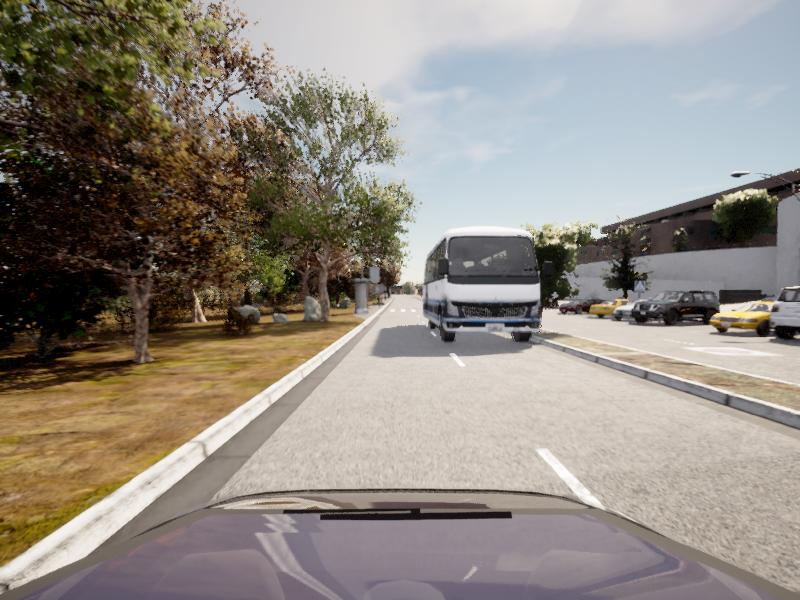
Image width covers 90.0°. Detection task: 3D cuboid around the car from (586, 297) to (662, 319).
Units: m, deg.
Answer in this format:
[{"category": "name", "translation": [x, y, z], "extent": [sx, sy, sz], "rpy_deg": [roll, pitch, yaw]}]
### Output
[{"category": "car", "translation": [17.010, 0.605, 30.393], "extent": [5.366, 1.575, 1.946], "rpy_deg": [0, 1, -20]}]

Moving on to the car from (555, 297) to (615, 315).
[{"category": "car", "translation": [16.816, 0.540, 36.316], "extent": [4.792, 1.488, 2.163], "rpy_deg": [0, 1, -20]}]

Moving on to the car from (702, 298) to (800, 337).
[{"category": "car", "translation": [16.659, 0.750, 18.247], "extent": [5.366, 1.575, 1.946], "rpy_deg": [1, 1, -20]}]

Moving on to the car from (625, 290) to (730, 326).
[{"category": "car", "translation": [16.812, 0.441, 24.297], "extent": [5.566, 2.045, 2.435], "rpy_deg": [1, 1, -20]}]

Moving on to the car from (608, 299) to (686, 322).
[{"category": "car", "translation": [16.841, 0.690, 27.320], "extent": [4.674, 1.452, 2.002], "rpy_deg": [1, 1, -20]}]

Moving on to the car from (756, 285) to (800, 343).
[{"category": "car", "translation": [16.858, 0.529, 15.317], "extent": [5.566, 2.045, 2.435], "rpy_deg": [1, 0, -20]}]

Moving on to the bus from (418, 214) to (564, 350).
[{"category": "bus", "translation": [3.107, -0.612, 17.751], "extent": [3.944, 4.253, 10.273], "rpy_deg": [0, 1, -1]}]
